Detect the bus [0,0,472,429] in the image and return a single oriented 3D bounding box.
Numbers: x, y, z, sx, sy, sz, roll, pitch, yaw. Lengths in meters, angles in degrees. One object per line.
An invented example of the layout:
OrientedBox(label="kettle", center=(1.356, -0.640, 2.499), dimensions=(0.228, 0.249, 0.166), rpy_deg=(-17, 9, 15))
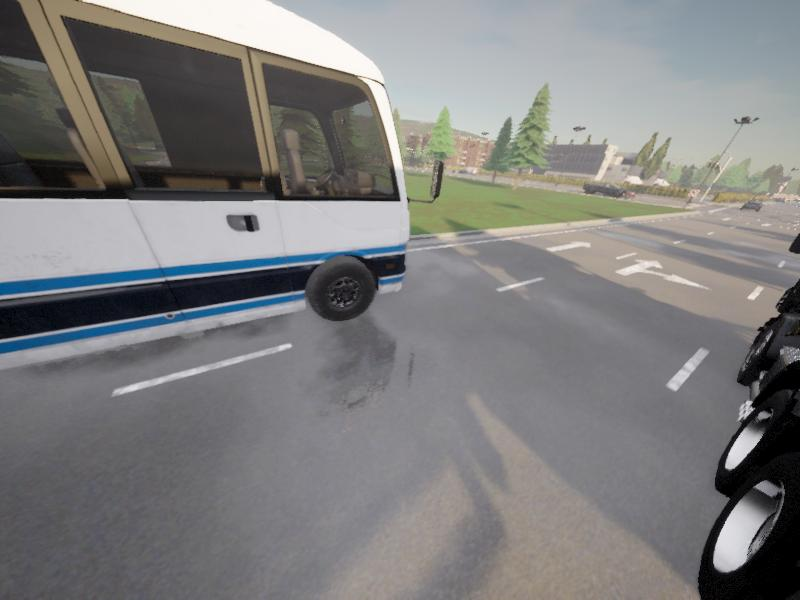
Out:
OrientedBox(label="bus", center=(-4.691, -1.470, 3.065), dimensions=(10.273, 4.253, 3.944), rpy_deg=(-12, 35, -27))

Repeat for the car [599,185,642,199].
OrientedBox(label="car", center=(40.195, -19.762, 42.266), dimensions=(2.152, 1.651, 5.027), rpy_deg=(-13, 36, -28))

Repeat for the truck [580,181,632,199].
OrientedBox(label="truck", center=(36.600, -19.817, 41.372), dimensions=(2.390, 2.098, 6.274), rpy_deg=(-13, 36, -28))

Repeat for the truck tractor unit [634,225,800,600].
OrientedBox(label="truck tractor unit", center=(5.193, 0.029, 1.350), dimensions=(6.516, 4.208, 3.053), rpy_deg=(-4, 22, -34))
